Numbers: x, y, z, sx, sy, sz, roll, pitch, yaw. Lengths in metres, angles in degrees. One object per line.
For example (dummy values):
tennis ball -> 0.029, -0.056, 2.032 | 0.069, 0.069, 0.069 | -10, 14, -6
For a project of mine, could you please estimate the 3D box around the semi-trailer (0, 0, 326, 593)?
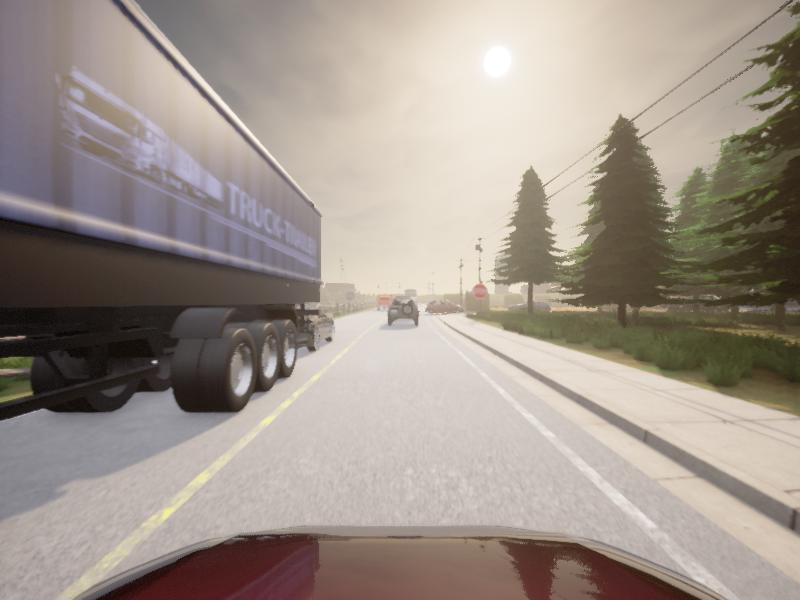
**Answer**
semi-trailer -> -3.513, -0.619, 4.351 | 2.717, 4.402, 14.254 | 0, 0, 0

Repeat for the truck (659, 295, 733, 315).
truck -> 31.912, 0.556, 43.306 | 6.274, 2.098, 2.390 | 0, 0, -1

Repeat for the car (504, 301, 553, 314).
car -> 14.890, 0.847, 46.551 | 4.902, 1.511, 2.128 | 0, 0, -1

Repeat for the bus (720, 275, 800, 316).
bus -> 41.582, -0.519, 43.570 | 10.273, 4.253, 3.944 | 0, 0, -1

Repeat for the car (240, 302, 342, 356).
car -> -3.443, 0.839, 13.791 | 2.128, 1.511, 4.902 | 0, 0, 0

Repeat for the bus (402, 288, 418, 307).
bus -> 2.495, -0.581, 98.043 | 3.944, 4.253, 10.273 | 0, 0, 2

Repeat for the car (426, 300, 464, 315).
car -> 4.827, 0.795, 43.033 | 3.988, 1.617, 1.851 | 0, 0, 9

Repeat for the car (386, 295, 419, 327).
car -> 0.225, 0.635, 25.725 | 1.932, 1.855, 4.605 | 0, 0, 1

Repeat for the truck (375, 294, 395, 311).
truck -> -2.179, 0.330, 59.682 | 2.627, 2.467, 5.204 | 0, 0, 2
